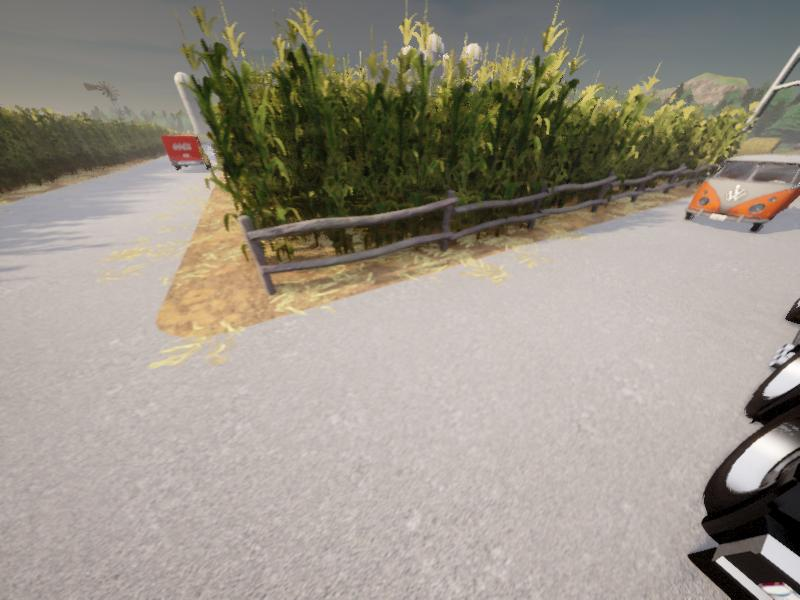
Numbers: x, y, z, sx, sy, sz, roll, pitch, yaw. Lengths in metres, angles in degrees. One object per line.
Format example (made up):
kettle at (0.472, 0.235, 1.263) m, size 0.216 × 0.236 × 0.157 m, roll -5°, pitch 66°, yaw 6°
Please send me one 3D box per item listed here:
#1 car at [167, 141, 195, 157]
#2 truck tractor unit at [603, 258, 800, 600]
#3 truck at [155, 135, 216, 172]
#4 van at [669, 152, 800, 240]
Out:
car at (-30.699, -21.311, 32.566) m, size 1.801 × 1.575 × 5.366 m, roll -18°, pitch 40°, yaw -25°
truck tractor unit at (5.098, -0.314, 0.795) m, size 6.516 × 4.208 × 3.053 m, roll -19°, pitch 39°, yaw -25°
truck at (-18.650, -13.115, 20.512) m, size 2.627 × 2.467 × 5.204 m, roll -18°, pitch 39°, yaw -24°
van at (11.424, -3.581, 7.513) m, size 4.442 × 1.987 × 1.775 m, roll -18°, pitch 39°, yaw -25°
